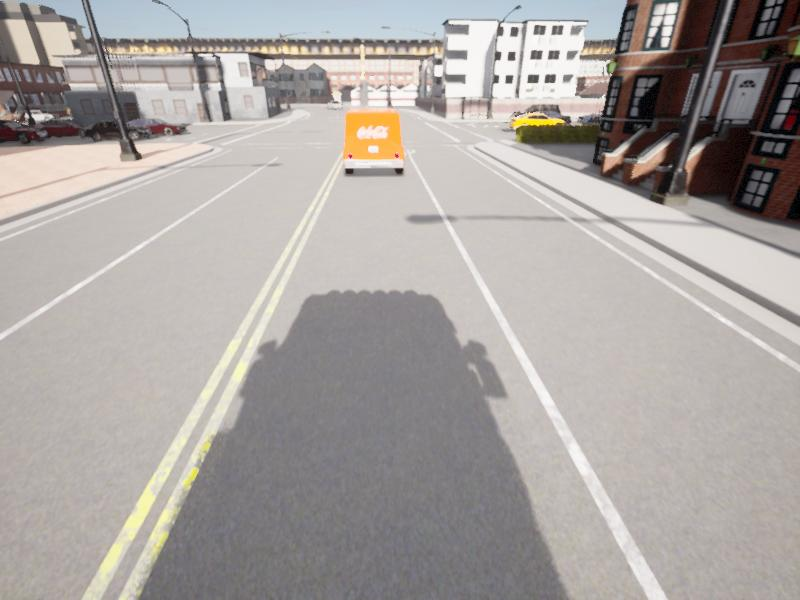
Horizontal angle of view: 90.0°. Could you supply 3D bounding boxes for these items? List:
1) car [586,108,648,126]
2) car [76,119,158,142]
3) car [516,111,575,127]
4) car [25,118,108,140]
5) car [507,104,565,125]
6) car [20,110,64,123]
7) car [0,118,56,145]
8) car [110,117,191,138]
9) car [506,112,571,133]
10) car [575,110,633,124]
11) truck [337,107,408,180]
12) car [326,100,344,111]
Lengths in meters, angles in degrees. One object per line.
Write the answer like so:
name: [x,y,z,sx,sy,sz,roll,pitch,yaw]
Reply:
car: [22.925,-19.377,42.405,5.238,1.638,1.930,-1,27,-1]
car: [-21.821,-13.135,30.981,4.674,1.442,1.812,-3,27,-4]
car: [15.317,-19.185,42.340,5.357,1.411,2.033,-1,27,-2]
car: [-27.961,-14.445,33.709,4.792,1.488,2.163,-3,27,-3]
car: [15.312,-21.075,45.302,5.566,2.045,2.150,-1,27,-2]
car: [-49.522,-25.466,55.427,3.806,1.475,1.970,-3,27,-3]
car: [-29.762,-12.801,30.447,4.856,1.649,2.033,-3,27,-3]
car: [-21.181,-14.752,34.152,5.357,1.411,2.033,-3,27,-4]
car: [12.354,-15.983,35.968,5.008,1.535,1.882,-1,27,-2]
car: [23.150,-20.879,45.595,5.357,1.411,2.033,-1,27,-1]
truck: [-1.165,-7.111,17.759,2.627,2.467,5.204,-2,27,-3]
car: [-11.407,-34.110,70.093,1.812,1.442,4.674,-13,31,-23]
